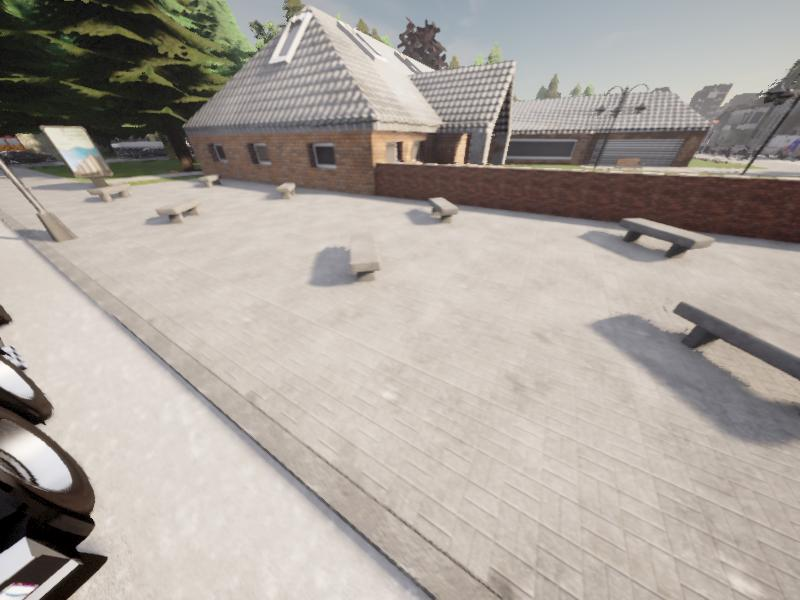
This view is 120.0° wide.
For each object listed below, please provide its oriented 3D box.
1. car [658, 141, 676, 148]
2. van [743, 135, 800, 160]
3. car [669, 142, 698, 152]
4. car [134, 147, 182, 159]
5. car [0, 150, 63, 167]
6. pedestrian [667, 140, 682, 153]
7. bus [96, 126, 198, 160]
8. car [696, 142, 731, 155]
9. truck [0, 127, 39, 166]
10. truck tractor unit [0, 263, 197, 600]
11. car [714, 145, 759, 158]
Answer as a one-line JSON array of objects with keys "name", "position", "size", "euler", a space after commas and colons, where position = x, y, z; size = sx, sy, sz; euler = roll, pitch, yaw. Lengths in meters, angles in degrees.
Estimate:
[{"name": "car", "position": [74.301, -43.502, 64.417], "size": [1.882, 1.535, 5.008], "euler": [18, 39, 24]}, {"name": "van", "position": [48.172, -19.112, 28.840], "size": [2.351, 2.431, 6.366], "euler": [9, 36, 14]}, {"name": "car", "position": [57.133, -31.005, 46.681], "size": [2.163, 1.488, 4.792], "euler": [18, 39, 24]}, {"name": "car", "position": [-39.537, -24.113, 37.873], "size": [1.837, 1.490, 4.892], "euler": [18, 39, 25]}, {"name": "car", "position": [-45.811, -17.325, 28.177], "size": [1.837, 1.490, 4.892], "euler": [8, 36, 13]}, {"name": "pedestrian", "position": [45.390, -25.450, 38.266], "size": [0.751, 1.860, 0.751], "euler": [18, 39, 25]}, {"name": "bus", "position": [-42.346, -26.852, 39.426], "size": [3.944, 4.253, 10.273], "euler": [18, 39, 24]}, {"name": "car", "position": [50.611, -24.585, 37.408], "size": [1.851, 1.617, 3.988], "euler": [18, 39, 25]}, {"name": "truck", "position": [-50.381, -17.536, 26.495], "size": [2.891, 3.827, 8.468], "euler": [9, 36, 14]}, {"name": "truck tractor unit", "position": [-5.116, -0.291, 0.790], "size": [6.516, 4.208, 3.053], "euler": [18, 39, 24]}, {"name": "car", "position": [47.128, -20.986, 32.477], "size": [1.994, 1.385, 4.181], "euler": [18, 39, 24]}]
